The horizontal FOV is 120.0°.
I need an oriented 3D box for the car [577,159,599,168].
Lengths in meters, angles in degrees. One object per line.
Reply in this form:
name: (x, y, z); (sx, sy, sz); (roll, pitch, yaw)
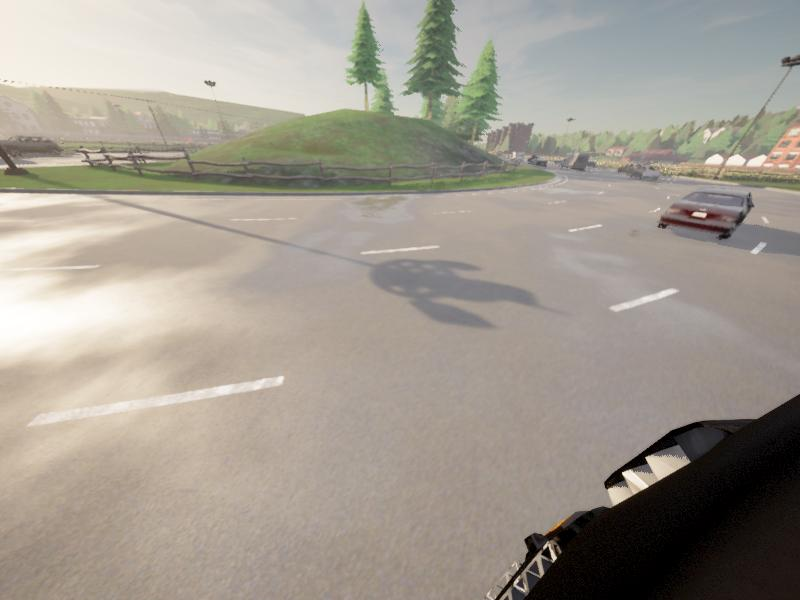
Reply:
car: (43.519, -31.641, 53.539); (1.837, 1.490, 4.892); (8, 34, 8)

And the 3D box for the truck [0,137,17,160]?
truck: (-38.182, -12.760, 17.364); (2.891, 3.827, 8.468); (8, 34, 8)

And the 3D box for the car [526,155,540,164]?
car: (34.382, -36.370, 59.786); (1.905, 1.878, 3.866); (8, 34, 8)

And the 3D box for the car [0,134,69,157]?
car: (-40.194, -16.607, 24.845); (1.932, 1.855, 4.605); (8, 34, 8)

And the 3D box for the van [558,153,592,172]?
van: (29.618, -23.542, 39.379); (1.988, 2.561, 5.915); (8, 34, 8)

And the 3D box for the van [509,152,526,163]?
van: (31.382, -38.232, 61.900); (2.351, 2.431, 6.366); (8, 34, 8)

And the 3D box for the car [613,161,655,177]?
car: (35.646, -20.120, 35.369); (2.242, 1.667, 4.611); (8, 34, 9)

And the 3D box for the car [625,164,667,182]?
car: (29.735, -15.511, 28.107); (1.845, 1.501, 3.633); (13, 35, 14)

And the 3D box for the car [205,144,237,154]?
car: (-35.435, -30.052, 45.897); (2.038, 1.542, 4.974); (8, 34, 8)

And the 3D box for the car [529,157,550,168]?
car: (27.498, -27.325, 45.802); (1.930, 1.638, 5.238); (8, 34, 8)

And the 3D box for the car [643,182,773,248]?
car: (11.667, -3.434, 8.697); (5.357, 1.411, 2.033); (-20, 39, -30)

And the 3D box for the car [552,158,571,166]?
car: (41.306, -35.430, 59.202); (2.128, 1.511, 4.902); (8, 34, 8)
